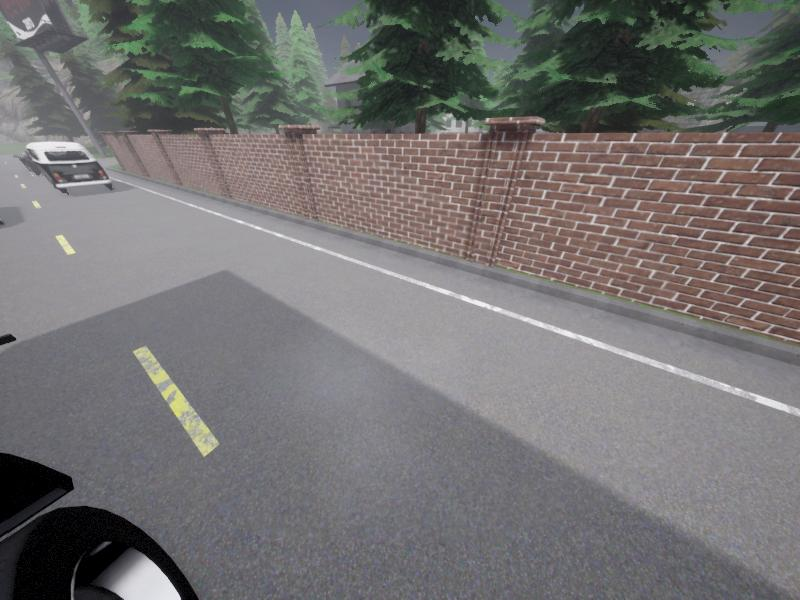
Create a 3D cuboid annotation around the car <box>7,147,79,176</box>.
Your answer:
[{"bbox_3d":[-26.062,-10.176,16.877,4.892,1.490,1.837,20,39,25],"label":"car"}]

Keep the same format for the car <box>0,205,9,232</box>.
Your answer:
[{"bbox_3d":[-13.684,-2.815,6.628,4.181,1.385,1.994,22,40,27],"label":"car"}]

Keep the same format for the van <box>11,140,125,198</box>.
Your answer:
[{"bbox_3d":[-16.273,-6.563,11.354,4.480,2.038,2.069,22,41,27],"label":"van"}]
